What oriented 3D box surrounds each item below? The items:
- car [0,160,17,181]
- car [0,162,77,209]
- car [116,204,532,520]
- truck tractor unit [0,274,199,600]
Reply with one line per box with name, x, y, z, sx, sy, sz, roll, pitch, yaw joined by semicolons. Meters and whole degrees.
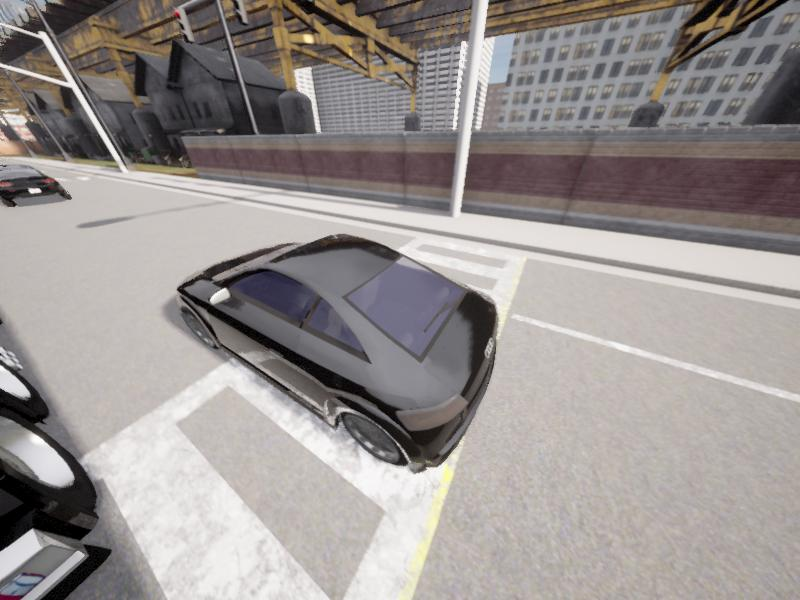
car;-30.750;-9.319;16.241;4.611;1.667;2.242;10;36;15
car;-17.708;-5.479;10.802;4.674;1.442;1.812;18;39;24
car;-0.970;-0.037;2.893;4.181;1.385;1.994;18;39;25
truck tractor unit;-5.130;-0.279;0.758;6.516;4.208;3.053;17;39;23
